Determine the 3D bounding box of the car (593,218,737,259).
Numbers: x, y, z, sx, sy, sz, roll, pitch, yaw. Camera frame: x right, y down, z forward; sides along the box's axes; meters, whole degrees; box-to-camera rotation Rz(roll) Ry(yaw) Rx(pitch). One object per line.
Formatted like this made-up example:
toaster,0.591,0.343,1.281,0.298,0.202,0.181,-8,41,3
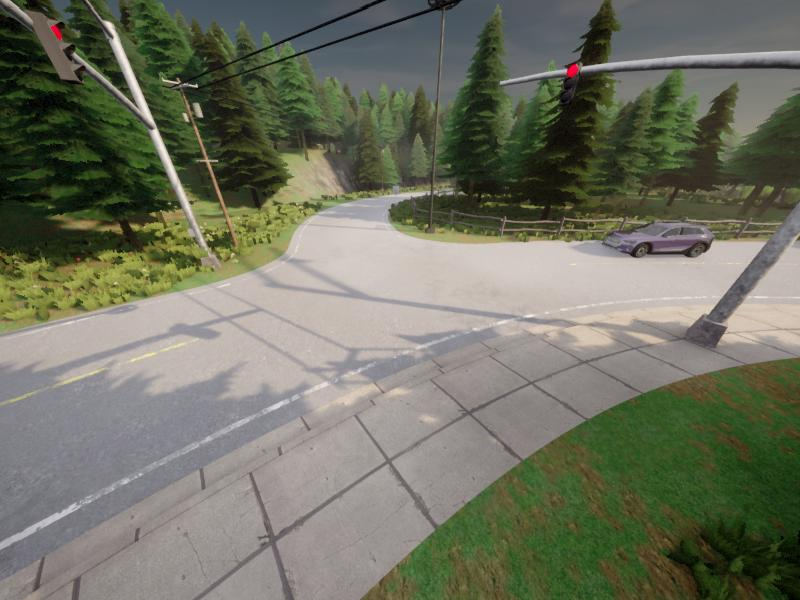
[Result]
car,13.963,-3.365,12.511,4.856,1.649,2.033,0,30,0
